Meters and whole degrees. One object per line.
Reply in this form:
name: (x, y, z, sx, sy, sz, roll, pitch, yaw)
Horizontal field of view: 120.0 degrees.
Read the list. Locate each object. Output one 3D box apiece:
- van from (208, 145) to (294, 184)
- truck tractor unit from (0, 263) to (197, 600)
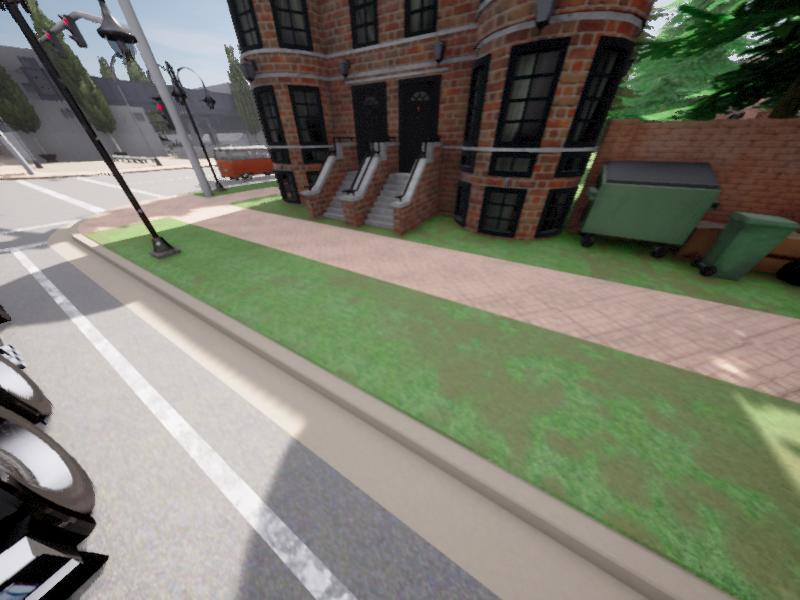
van: (-10.109, -9.614, 16.186, 1.775, 1.987, 4.442, 17, 39, 23)
truck tractor unit: (-5.113, -0.298, 0.780, 6.516, 4.208, 3.053, 18, 39, 24)
